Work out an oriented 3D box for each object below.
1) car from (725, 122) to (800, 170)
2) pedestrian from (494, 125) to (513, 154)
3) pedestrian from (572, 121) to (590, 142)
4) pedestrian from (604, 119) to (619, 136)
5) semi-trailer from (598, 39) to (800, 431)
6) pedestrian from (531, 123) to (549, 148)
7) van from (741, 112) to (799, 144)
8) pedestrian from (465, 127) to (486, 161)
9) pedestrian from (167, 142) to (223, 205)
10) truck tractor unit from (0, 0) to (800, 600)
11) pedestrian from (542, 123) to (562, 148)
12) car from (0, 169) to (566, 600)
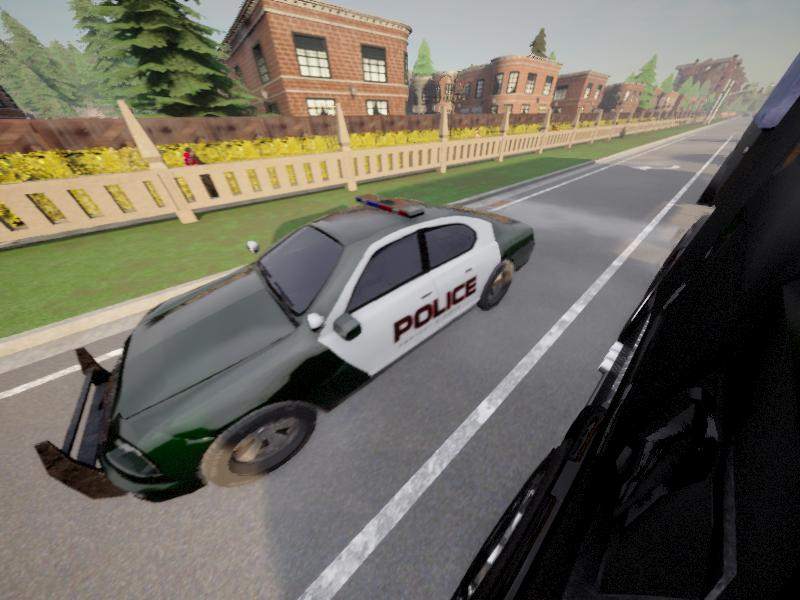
[{"bbox_3d":[19.097,-7.979,11.813,5.027,1.651,2.152,-28,44,-30],"label":"car"},{"bbox_3d":[8.356,-12.992,18.719,0.751,1.860,0.751,-25,42,-27],"label":"pedestrian"},{"bbox_3d":[20.424,-19.045,26.098,0.751,1.860,0.751,-28,43,-30],"label":"pedestrian"},{"bbox_3d":[29.541,-24.070,32.278,0.751,1.860,0.751,-29,44,-30],"label":"pedestrian"},{"bbox_3d":[8.697,-3.599,4.239,14.254,4.402,2.717,-28,44,-30],"label":"semi-trailer"},{"bbox_3d":[13.222,-15.592,21.909,0.751,1.860,0.751,-28,43,-30],"label":"pedestrian"},{"bbox_3d":[31.846,-14.894,20.002,4.442,1.987,1.775,-28,43,-30],"label":"van"},{"bbox_3d":[5.049,-10.428,15.482,0.751,1.860,0.751,-30,45,-32],"label":"pedestrian"},{"bbox_3d":[-7.396,-4.589,8.414,0.751,1.860,0.751,-29,44,-31],"label":"pedestrian"},{"bbox_3d":[2.645,-0.295,0.351,6.516,4.208,3.053,-28,44,-30],"label":"truck tractor unit"},{"bbox_3d":[13.868,-15.051,21.142,0.751,1.860,0.751,-27,43,-29],"label":"pedestrian"},{"bbox_3d":[-0.446,-0.285,2.770,4.974,1.542,2.038,-28,44,-30],"label":"car"}]
